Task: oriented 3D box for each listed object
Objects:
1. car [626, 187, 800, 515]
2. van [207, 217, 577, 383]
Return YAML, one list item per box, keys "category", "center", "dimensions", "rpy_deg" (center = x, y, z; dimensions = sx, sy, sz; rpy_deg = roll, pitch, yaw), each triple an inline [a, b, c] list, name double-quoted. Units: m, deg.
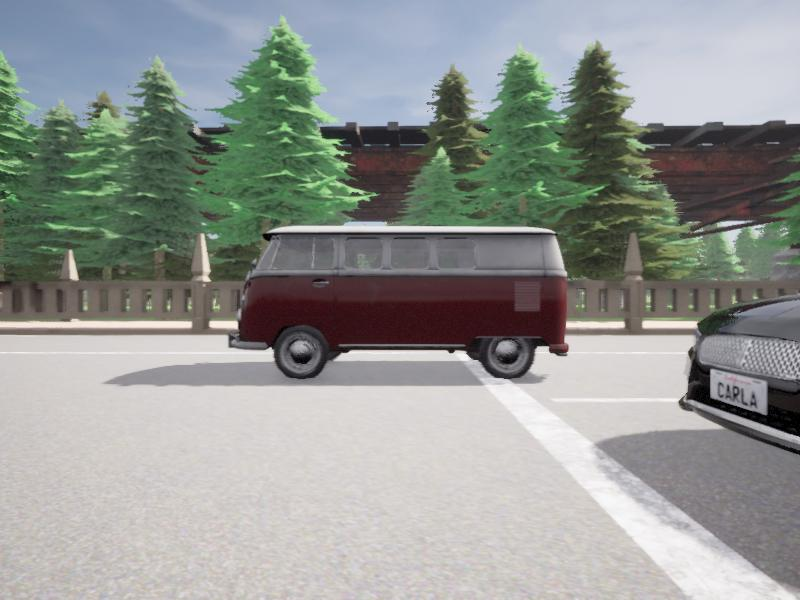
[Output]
- category: "car"
  center: [4.296, 0.237, 2.198]
  dimensions: [4.902, 1.511, 2.128]
  rpy_deg: [0, 0, 0]
- category: "van"
  center: [-0.093, 0.000, 5.699]
  dimensions: [4.442, 1.987, 1.775]
  rpy_deg: [0, 0, 0]
